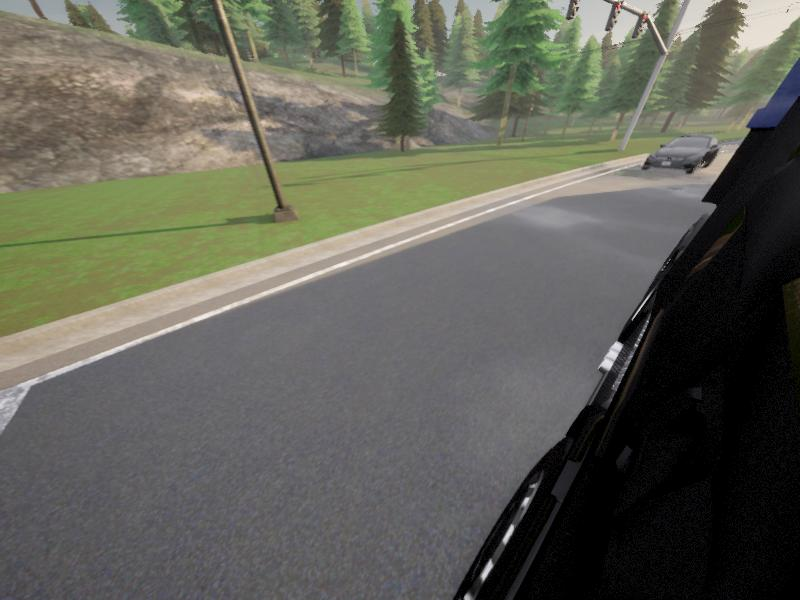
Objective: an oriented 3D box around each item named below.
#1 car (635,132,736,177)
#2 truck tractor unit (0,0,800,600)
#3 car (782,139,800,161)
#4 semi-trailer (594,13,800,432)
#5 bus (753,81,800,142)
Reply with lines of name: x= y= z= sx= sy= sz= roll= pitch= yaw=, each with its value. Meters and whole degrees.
car: x=14.077 y=-7.255 z=11.383 sx=4.674 sy=1.442 sz=1.812 roll=-23 pitch=41 yaw=-25
truck tractor unit: x=2.645 y=-0.295 z=0.352 sx=6.516 sy=4.208 sz=3.053 roll=-28 pitch=44 yaw=-30
car: x=23.275 y=-8.549 z=12.483 sx=3.705 sy=1.549 sz=1.789 roll=-21 pitch=40 yaw=-23
semi-trailer: x=8.906 y=-3.434 z=4.041 sx=14.254 sy=4.402 sz=2.717 roll=-25 pitch=42 yaw=-28
bus: x=39.601 y=-17.611 z=21.447 sx=10.273 sy=4.253 sz=3.944 roll=-18 pitch=39 yaw=-20
